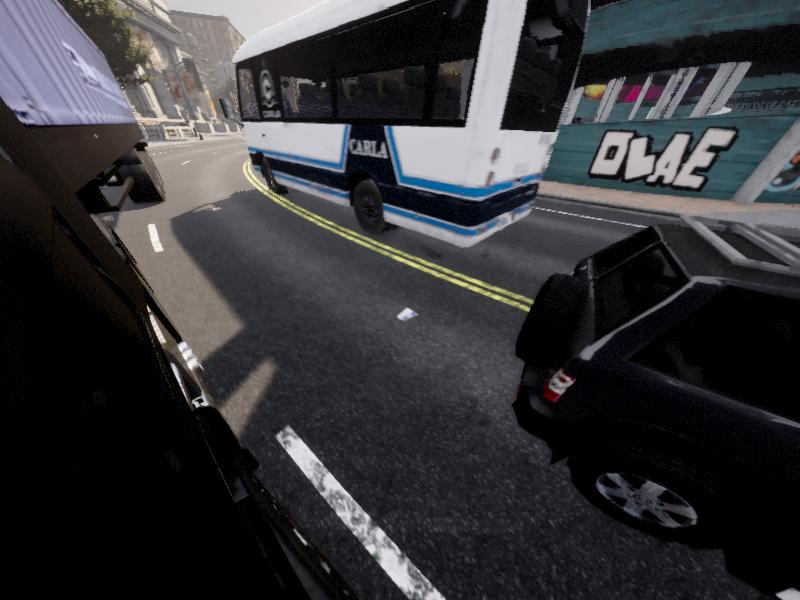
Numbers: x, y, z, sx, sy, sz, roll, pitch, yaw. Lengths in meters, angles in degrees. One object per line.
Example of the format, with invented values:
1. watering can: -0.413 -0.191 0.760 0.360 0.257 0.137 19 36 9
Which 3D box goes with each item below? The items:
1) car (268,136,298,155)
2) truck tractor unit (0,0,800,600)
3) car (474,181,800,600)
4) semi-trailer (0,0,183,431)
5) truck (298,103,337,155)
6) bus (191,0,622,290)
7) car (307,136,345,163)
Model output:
1. car: -11.289 -15.141 22.537 1.895 1.301 4.718 -8 38 -14
2. truck tractor unit: -2.645 -0.295 0.351 6.516 4.208 3.053 28 44 30
3. car: 3.146 0.849 1.182 4.605 1.855 1.932 23 41 26
4. semi-trailer: -7.893 -4.026 4.919 2.717 4.402 14.254 -25 44 -31
5. truck: -8.658 -18.284 24.867 2.891 3.827 8.468 -7 37 -13
6. bus: -1.361 -4.903 6.723 10.273 4.253 3.944 31 45 33
7. car: -6.157 -12.390 18.928 2.038 1.542 4.974 -12 39 -20
